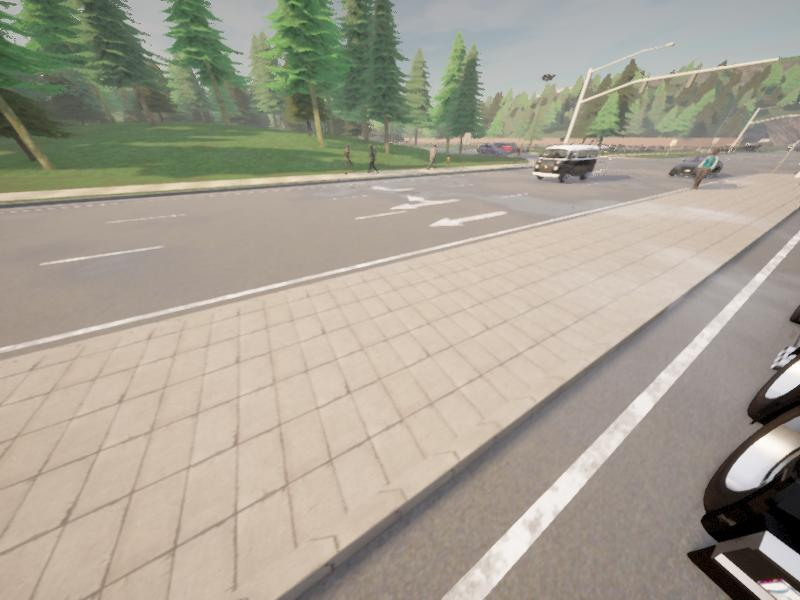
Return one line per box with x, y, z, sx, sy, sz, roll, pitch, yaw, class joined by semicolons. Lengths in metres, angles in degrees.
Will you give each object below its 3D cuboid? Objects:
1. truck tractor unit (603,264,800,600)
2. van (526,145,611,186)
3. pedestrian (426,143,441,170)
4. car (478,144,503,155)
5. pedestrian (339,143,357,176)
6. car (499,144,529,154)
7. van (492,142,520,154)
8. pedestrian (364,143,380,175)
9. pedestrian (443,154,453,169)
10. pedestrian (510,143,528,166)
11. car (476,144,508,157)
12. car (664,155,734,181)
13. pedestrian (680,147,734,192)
5.114;-0.295;0.800;6.516;4.208;3.053;-18;38;-24;truck tractor unit
10.880;-8.863;15.031;4.480;2.038;2.069;-18;39;-24;van
2.730;-11.763;18.959;0.751;1.860;0.751;-15;38;-21;pedestrian
17.240;-28.946;44.300;1.851;1.617;3.988;-18;39;-24;car
-3.566;-9.748;16.017;0.751;1.860;0.751;-22;40;-28;pedestrian
23.238;-30.960;47.305;2.038;1.542;4.974;-18;39;-24;car
20.645;-29.714;45.100;1.775;1.987;4.442;-18;39;-24;van
-1.959;-9.895;16.241;0.751;1.860;0.751;-17;39;-24;pedestrian
4.101;-11.801;19.690;0.500;1.100;0.500;-22;40;-28;pedestrian
11.431;-13.999;22.237;0.751;1.860;0.751;-15;38;-21;pedestrian
15.922;-26.233;40.367;2.033;1.649;4.856;-18;40;-24;car
22.471;-10.025;17.374;4.181;1.385;1.994;-18;39;-24;car
15.298;-6.531;11.561;0.751;1.860;0.751;-18;39;-25;pedestrian
